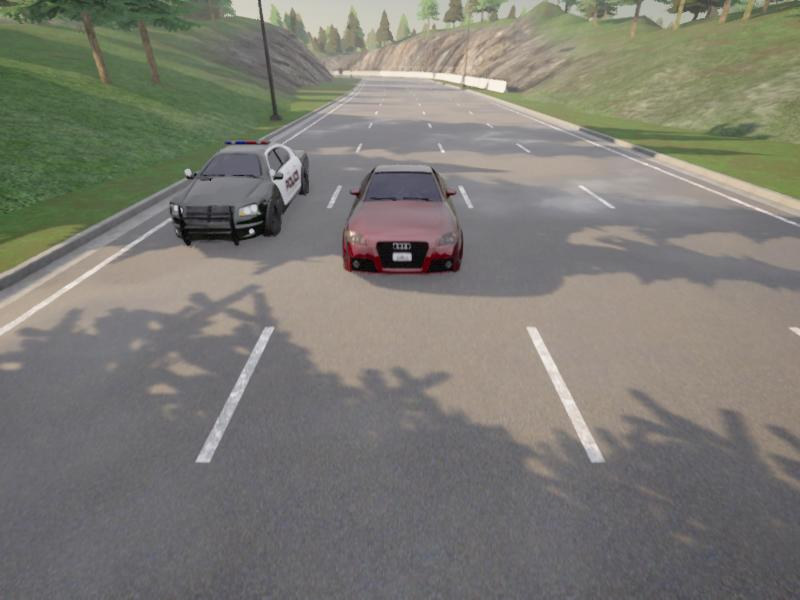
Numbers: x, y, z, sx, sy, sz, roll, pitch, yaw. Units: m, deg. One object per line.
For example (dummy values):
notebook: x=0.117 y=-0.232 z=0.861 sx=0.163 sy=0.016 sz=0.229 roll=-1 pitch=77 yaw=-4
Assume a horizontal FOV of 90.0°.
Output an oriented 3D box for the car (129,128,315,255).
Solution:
car: x=-3.493 y=-2.766 z=9.187 sx=2.038 sy=1.542 sz=4.974 roll=0 pitch=31 yaw=0

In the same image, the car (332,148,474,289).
car: x=0.059 y=-1.831 z=7.757 sx=1.994 sy=1.385 sz=4.181 roll=0 pitch=31 yaw=1
